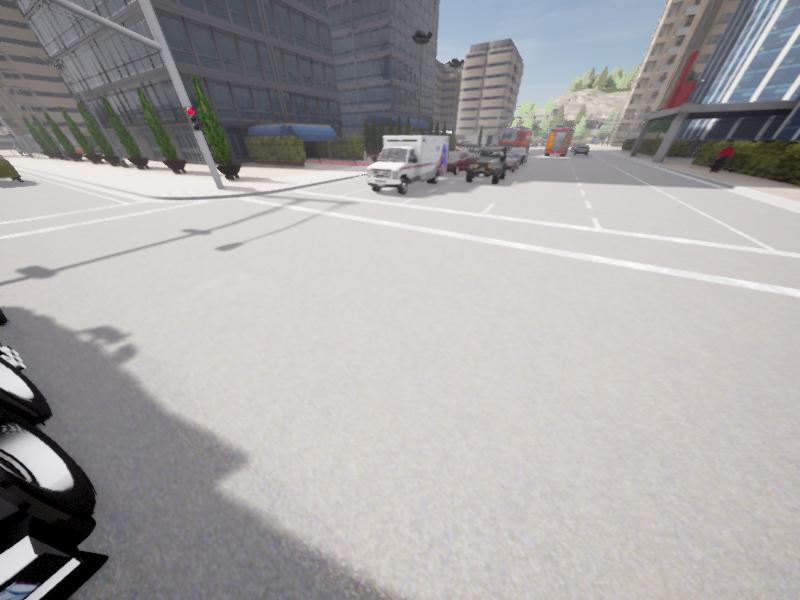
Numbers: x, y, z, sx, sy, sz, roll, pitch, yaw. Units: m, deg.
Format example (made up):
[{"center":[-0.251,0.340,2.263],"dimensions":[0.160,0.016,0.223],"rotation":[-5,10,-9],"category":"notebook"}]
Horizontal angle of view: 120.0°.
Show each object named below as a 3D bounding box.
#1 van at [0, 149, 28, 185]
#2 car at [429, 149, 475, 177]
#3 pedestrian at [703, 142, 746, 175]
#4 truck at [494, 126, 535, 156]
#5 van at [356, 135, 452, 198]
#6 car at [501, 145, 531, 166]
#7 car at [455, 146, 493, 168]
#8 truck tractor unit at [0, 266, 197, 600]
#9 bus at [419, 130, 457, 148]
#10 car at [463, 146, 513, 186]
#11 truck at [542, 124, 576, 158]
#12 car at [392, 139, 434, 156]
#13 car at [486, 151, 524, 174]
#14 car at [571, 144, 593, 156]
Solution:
[{"center":[-27.599,-8.936,15.365],"dimensions":[4.442,1.987,1.775],"rotation":[18,39,24],"category":"van"},{"center":[4.301,-11.191,18.693],"dimensions":[1.882,1.535,5.008],"rotation":[18,39,24],"category":"car"},{"center":[21.921,-9.614,15.667],"dimensions":[0.751,1.860,0.751],"rotation":[20,40,27],"category":"pedestrian"},{"center":[18.960,-26.230,38.154],"dimensions":[2.891,3.827,8.468],"rotation":[25,42,32],"category":"truck"},{"center":[0.588,-7.778,13.047],"dimensions":[2.351,2.431,6.366],"rotation":[18,39,24],"category":"van"},{"center":[12.489,-15.497,24.710],"dimensions":[1.930,1.638,5.238],"rotation":[17,39,24],"category":"car"},{"center":[7.538,-14.537,23.352],"dimensions":[2.242,1.667,4.611],"rotation":[18,39,24],"category":"car"},{"center":[-5.114,-0.297,0.779],"dimensions":[6.516,4.208,3.053],"rotation":[18,39,24],"category":"truck tractor unit"},{"center":[11.350,-48.844,70.340],"dimensions":[10.273,4.253,3.944],"rotation":[18,39,24],"category":"bus"},{"center":[5.676,-8.672,14.752],"dimensions":[1.905,1.878,3.866],"rotation":[18,39,24],"category":"car"},{"center":[24.498,-24.543,35.679],"dimensions":[2.891,3.827,8.468],"rotation":[18,39,24],"category":"truck"},{"center":[2.142,-24.604,37.245],"dimensions":[6.274,2.098,2.390],"rotation":[-19,39,-24],"category":"car"},{"center":[9.070,-11.890,19.800],"dimensions":[1.994,1.385,4.181],"rotation":[19,39,25],"category":"car"},{"center":[28.773,-23.871,36.698],"dimensions":[2.128,1.511,4.902],"rotation":[18,39,24],"category":"car"}]
